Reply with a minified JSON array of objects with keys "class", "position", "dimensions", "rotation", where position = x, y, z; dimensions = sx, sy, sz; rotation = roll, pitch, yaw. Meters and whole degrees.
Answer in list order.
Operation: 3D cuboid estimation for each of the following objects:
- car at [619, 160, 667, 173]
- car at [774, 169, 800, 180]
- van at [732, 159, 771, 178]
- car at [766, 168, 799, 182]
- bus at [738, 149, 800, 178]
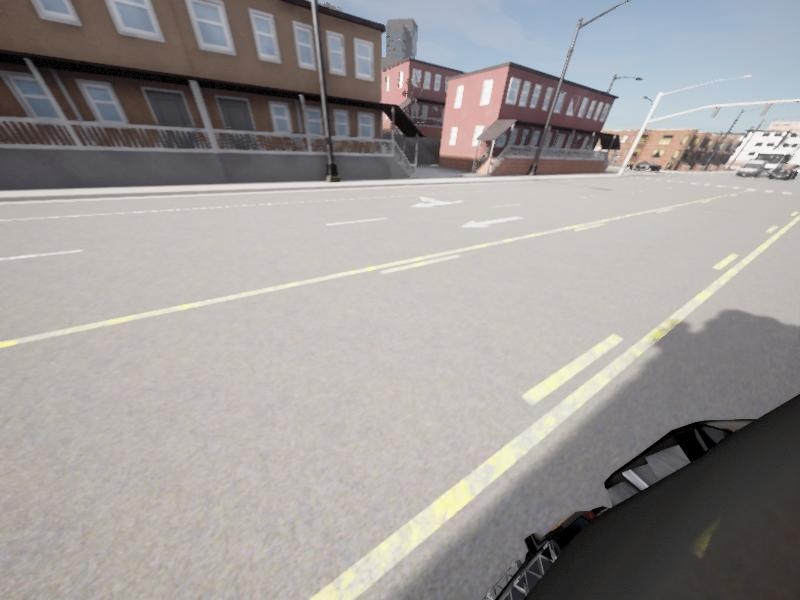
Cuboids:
[{"class":"car","position":[42.644,-23.583,40.726],"dimensions":[1.930,1.638,5.238],"rotation":[-15,38,-24]},{"class":"car","position":[67.515,-21.835,40.158],"dimensions":[4.193,1.474,1.816],"rotation":[-16,38,-26]},{"class":"van","position":[60.160,-22.431,39.502],"dimensions":[5.915,2.561,1.988],"rotation":[-16,38,-26]},{"class":"car","position":[61.116,-20.020,36.933],"dimensions":[3.988,1.617,1.851],"rotation":[-16,38,-26]},{"class":"bus","position":[70.503,-26.004,44.094],"dimensions":[10.273,4.253,3.944],"rotation":[-16,38,-26]}]
